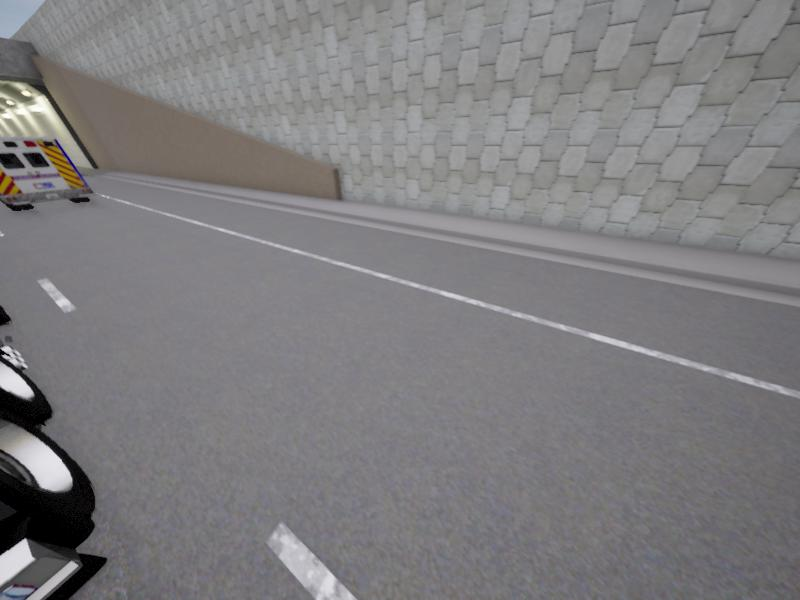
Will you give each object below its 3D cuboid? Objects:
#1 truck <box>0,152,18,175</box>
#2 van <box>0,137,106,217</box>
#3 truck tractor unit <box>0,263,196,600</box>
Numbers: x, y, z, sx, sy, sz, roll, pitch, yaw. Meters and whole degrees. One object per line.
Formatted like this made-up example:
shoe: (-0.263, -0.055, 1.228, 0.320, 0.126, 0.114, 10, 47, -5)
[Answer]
truck: (-37.855, -13.105, 19.854, 8.468, 3.827, 2.891, 18, 39, 24)
van: (-16.331, -5.525, 9.978, 6.366, 2.431, 2.351, 18, 39, 24)
truck tractor unit: (-5.110, -0.301, 0.789, 6.516, 4.208, 3.053, 18, 39, 24)
